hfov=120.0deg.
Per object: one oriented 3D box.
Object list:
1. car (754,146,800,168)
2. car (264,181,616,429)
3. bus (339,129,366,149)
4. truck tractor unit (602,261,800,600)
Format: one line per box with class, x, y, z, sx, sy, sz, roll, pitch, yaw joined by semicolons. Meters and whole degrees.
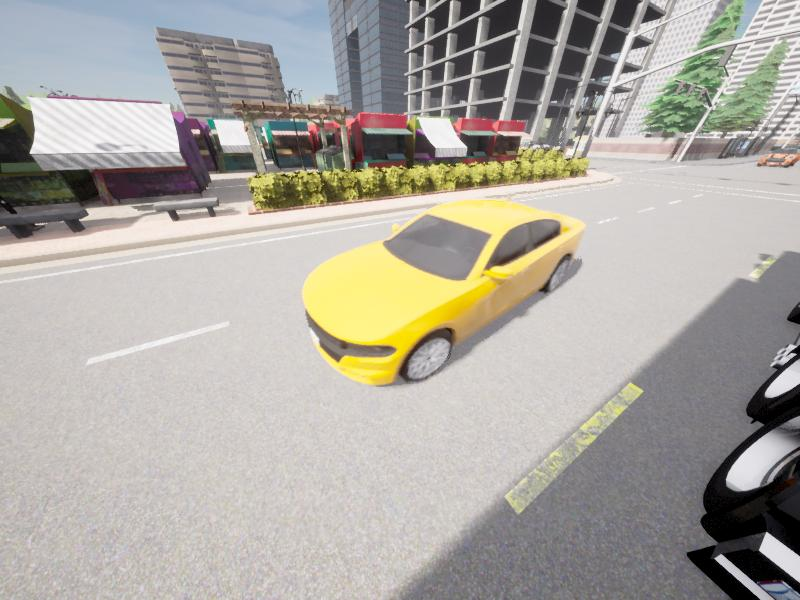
car;41.585;-15.606;25.138;4.553;1.767;2.097;-18;39;-24
car;1.051;-0.690;3.647;5.008;1.535;1.882;-24;42;-30
bus;-13.685;-46.298;66.495;3.944;4.253;10.273;-18;39;-24
truck tractor unit;5.104;-0.308;0.788;6.516;4.208;3.053;-19;39;-24
